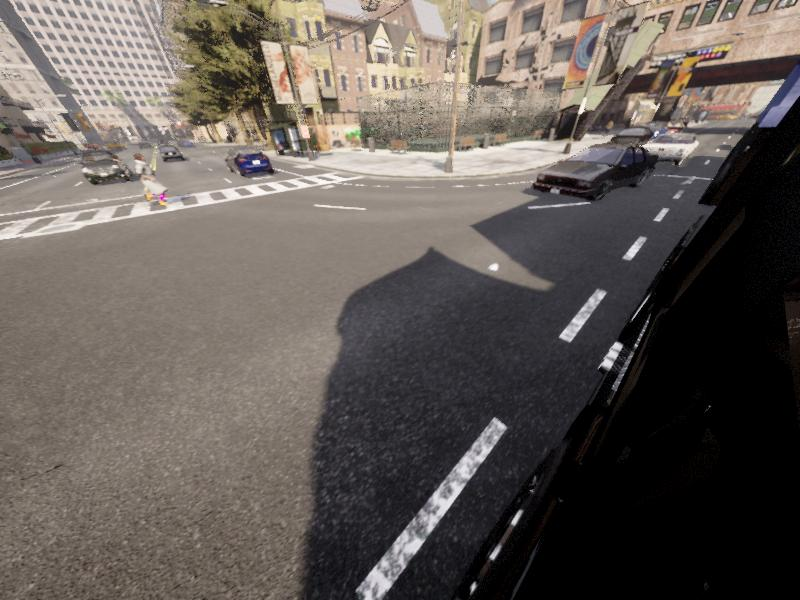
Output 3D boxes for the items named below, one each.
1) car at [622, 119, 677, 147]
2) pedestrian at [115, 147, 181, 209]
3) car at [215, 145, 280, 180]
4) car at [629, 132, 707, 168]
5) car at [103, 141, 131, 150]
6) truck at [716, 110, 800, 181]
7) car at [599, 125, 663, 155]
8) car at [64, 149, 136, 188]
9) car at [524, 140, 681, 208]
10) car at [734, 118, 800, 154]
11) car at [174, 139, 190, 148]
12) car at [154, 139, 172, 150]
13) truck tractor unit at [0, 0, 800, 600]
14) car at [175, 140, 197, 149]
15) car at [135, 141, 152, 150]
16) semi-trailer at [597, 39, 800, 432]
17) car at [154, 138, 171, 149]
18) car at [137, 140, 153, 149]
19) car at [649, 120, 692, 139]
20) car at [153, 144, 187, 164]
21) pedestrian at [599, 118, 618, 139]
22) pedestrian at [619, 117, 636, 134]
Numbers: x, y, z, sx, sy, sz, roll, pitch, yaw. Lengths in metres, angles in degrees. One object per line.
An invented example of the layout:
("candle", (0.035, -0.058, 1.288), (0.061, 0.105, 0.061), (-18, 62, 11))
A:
("car", (22.383, -15.030, 20.748), (4.553, 1.767, 2.185), (-28, 44, -30))
("pedestrian", (-9.207, -4.500, 8.557), (0.751, 1.860, 0.751), (-21, 41, -23))
("car", (-10.016, -9.105, 15.067), (2.163, 1.488, 4.792), (-29, 44, -31))
("car", (14.999, -8.476, 12.903), (4.718, 1.301, 1.895), (-28, 44, -30))
("car", (-71.542, -39.086, 58.432), (5.366, 1.575, 1.801), (8, 38, 14))
("truck", (16.833, -7.031, 10.209), (6.274, 2.098, 2.390), (-28, 44, -30))
("car", (17.567, -12.235, 17.536), (5.008, 1.535, 2.097), (-28, 44, -30))
("car", (-18.423, -8.343, 14.452), (1.851, 1.617, 3.988), (-29, 44, -30))
("car", (7.298, -4.753, 8.340), (5.357, 1.411, 2.033), (-22, 41, -24))
("car", (24.688, -11.057, 15.464), (5.238, 1.638, 1.930), (-28, 44, -30))
("car", (-51.824, -37.254, 54.881), (2.163, 1.488, 4.792), (-29, 44, -30))
("car", (-50.140, -32.937, 48.936), (2.033, 1.649, 4.856), (-29, 44, -30))
("truck tractor unit", (2.645, -0.295, 0.351), (6.516, 4.208, 3.053), (-28, 44, -30))
("car", (-45.921, -33.440, 49.534), (5.357, 1.411, 2.033), (25, 45, 31))
("car", (-58.584, -35.303, 52.771), (1.994, 1.385, 4.181), (-29, 44, -30))
("semi-trailer", (8.724, -3.589, 4.200), (14.254, 4.402, 2.717), (-28, 44, -29))
("car", (-54.269, -35.826, 52.793), (1.905, 1.878, 3.866), (-29, 44, -30))
("car", (-64.849, -39.502, 58.754), (2.152, 1.651, 5.027), (-29, 44, -30))
("car", (30.643, -19.330, 26.171), (4.892, 1.521, 2.231), (-28, 44, -30))
("car", (-24.960, -15.902, 25.042), (2.033, 1.411, 5.357), (-29, 44, -30))
("pedestrian", (22.848, -18.778, 25.337), (0.751, 1.860, 0.751), (-28, 44, -29))
("pedestrian", (31.352, -24.066, 31.846), (0.751, 1.860, 0.751), (-26, 43, -28))
